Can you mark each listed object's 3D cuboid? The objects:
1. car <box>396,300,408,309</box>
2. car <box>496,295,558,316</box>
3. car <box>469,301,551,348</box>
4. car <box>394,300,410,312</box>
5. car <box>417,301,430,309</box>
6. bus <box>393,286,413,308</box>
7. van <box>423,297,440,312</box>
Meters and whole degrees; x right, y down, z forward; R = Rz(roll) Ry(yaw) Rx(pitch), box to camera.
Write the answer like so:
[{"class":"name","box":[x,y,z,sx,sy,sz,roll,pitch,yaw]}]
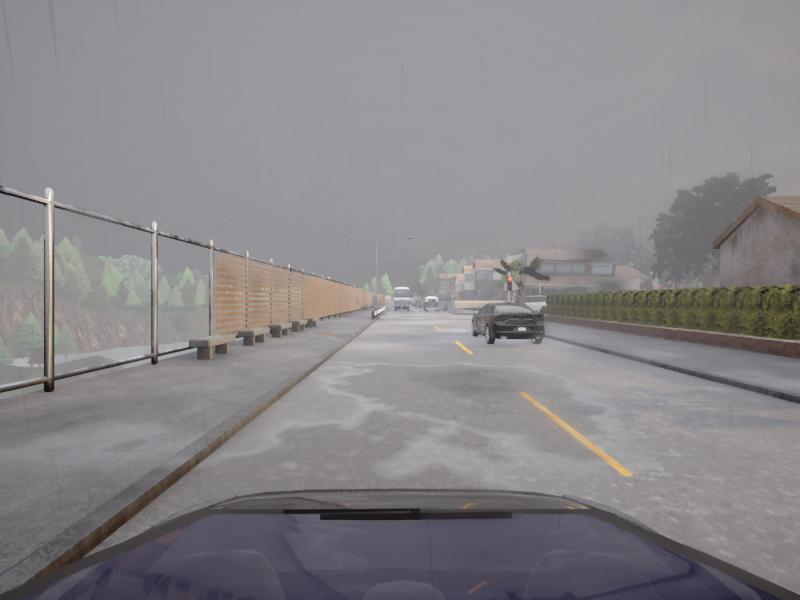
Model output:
[{"class":"car","box":[0.375,0.824,72.797,2.242,1.667,4.611,0,0,0]},{"class":"car","box":[12.637,0.567,40.046,5.566,2.045,2.150,0,0,2]},{"class":"car","box":[4.085,0.823,15.817,1.882,1.535,5.008,0,0,0]},{"class":"car","box":[0.314,0.781,57.989,2.152,1.651,5.027,0,0,2]},{"class":"car","box":[4.388,0.888,75.275,2.033,1.411,5.357,0,0,0]},{"class":"bus","box":[0.551,-0.539,83.810,3.944,4.253,10.273,0,0,0]},{"class":"van","box":[4.352,0.572,56.405,2.069,2.038,4.480,0,0,0]}]
